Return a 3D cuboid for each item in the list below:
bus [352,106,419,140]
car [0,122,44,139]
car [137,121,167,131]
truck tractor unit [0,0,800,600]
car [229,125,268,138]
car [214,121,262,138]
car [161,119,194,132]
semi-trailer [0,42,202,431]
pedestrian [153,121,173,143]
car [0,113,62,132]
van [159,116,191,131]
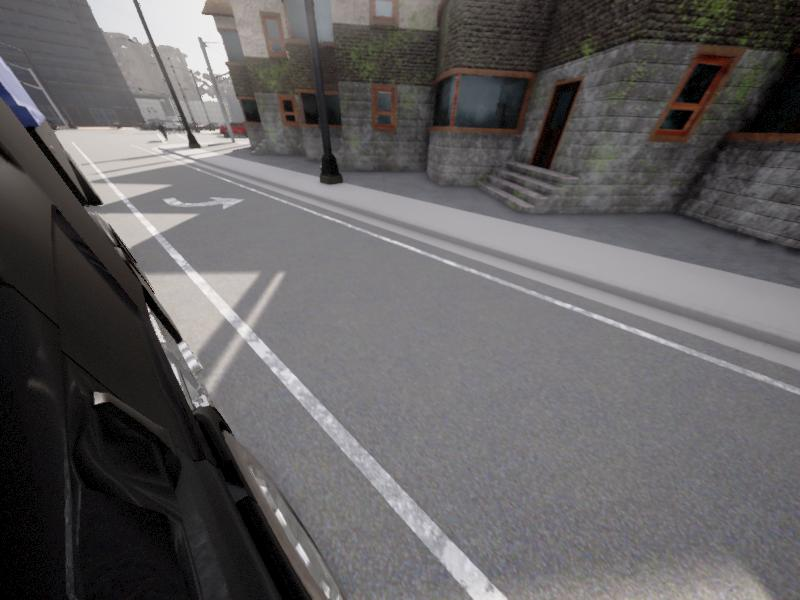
[{"bbox_3d":[-2.289,-28.988,38.091,10.273,4.253,3.944,-3,37,-4],"label":"bus"},{"bbox_3d":[-41.209,-17.497,23.755,4.718,1.301,1.895,-7,38,-12],"label":"car"},{"bbox_3d":[-51.881,-36.416,48.418,1.816,1.474,4.193,-1,37,-5],"label":"car"},{"bbox_3d":[-2.645,-0.295,0.351,6.516,4.208,3.053,28,44,30],"label":"truck tractor unit"},{"bbox_3d":[-26.070,-29.163,39.963,5.008,1.535,1.882,-2,37,-5],"label":"car"},{"bbox_3d":[-25.742,-27.274,37.014,5.566,2.045,2.150,-2,37,-5],"label":"car"},{"bbox_3d":[-48.619,-38.324,50.681,2.150,2.045,5.566,-1,37,-5],"label":"car"},{"bbox_3d":[-8.714,-3.576,4.235,14.254,4.402,2.717,28,44,30],"label":"semi-trailer"},{"bbox_3d":[-25.520,-18.126,24.897,0.751,1.860,0.751,-27,45,-33],"label":"pedestrian"},{"bbox_3d":[-55.053,-26.454,34.454,5.566,2.045,2.150,6,36,5],"label":"car"},{"bbox_3d":[-52.443,-41.312,54.070,1.988,2.561,5.915,-1,37,-5],"label":"van"}]
